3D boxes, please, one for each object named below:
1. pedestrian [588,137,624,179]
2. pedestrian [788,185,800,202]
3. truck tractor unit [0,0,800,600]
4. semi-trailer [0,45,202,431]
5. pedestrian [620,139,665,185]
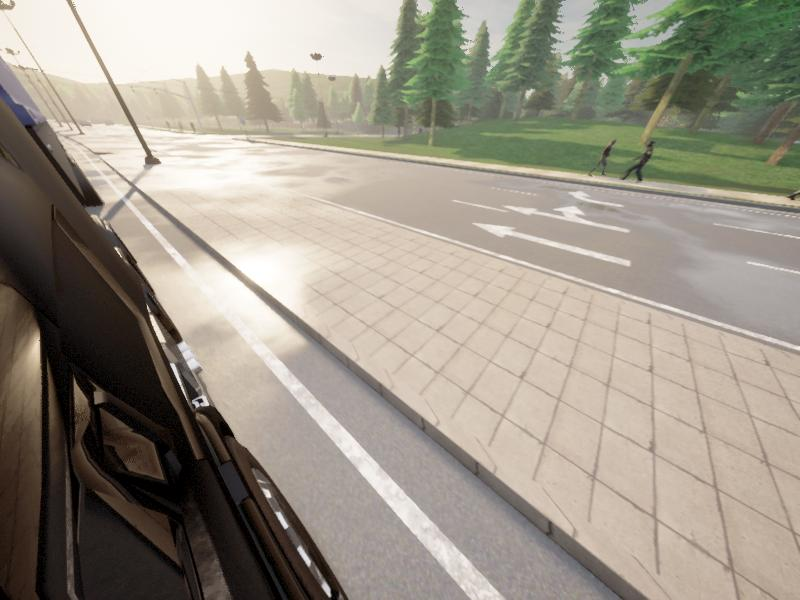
[{"bbox_3d":[11.166,-7.736,12.605,0.751,1.860,0.751,24,42,26],"label":"pedestrian"},{"bbox_3d":[16.668,-4.805,8.932,0.751,1.860,0.751,31,46,33],"label":"pedestrian"},{"bbox_3d":[-2.645,-0.295,0.351,6.516,4.208,3.053,28,44,30],"label":"truck tractor unit"},{"bbox_3d":[-8.712,-3.566,4.257,14.254,4.402,2.717,28,44,30],"label":"semi-trailer"},{"bbox_3d":[11.967,-6.871,11.481,0.751,1.860,0.751,28,44,31],"label":"pedestrian"}]
